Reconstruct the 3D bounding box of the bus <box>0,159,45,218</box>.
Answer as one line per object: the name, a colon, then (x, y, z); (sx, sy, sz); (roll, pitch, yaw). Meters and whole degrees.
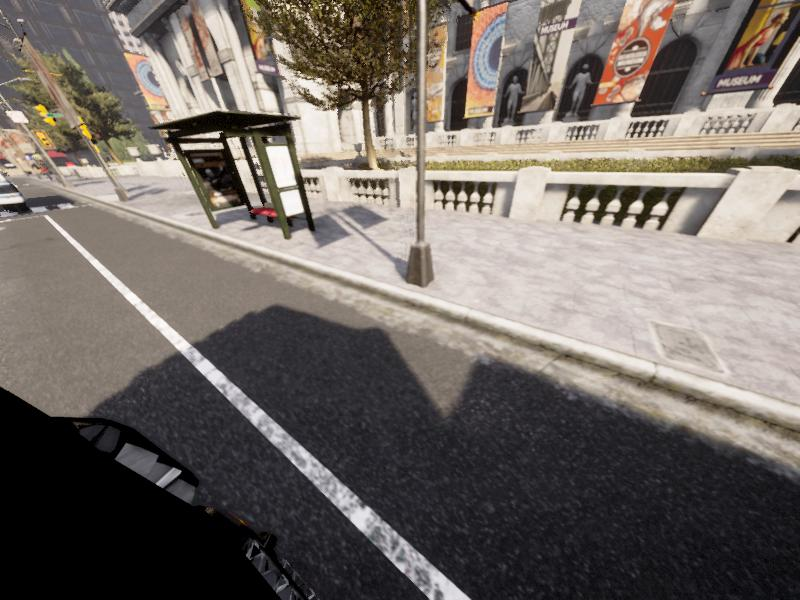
bus: (-24.533, -6.929, 12.349); (10.273, 4.253, 3.944); (18, 39, 29)
